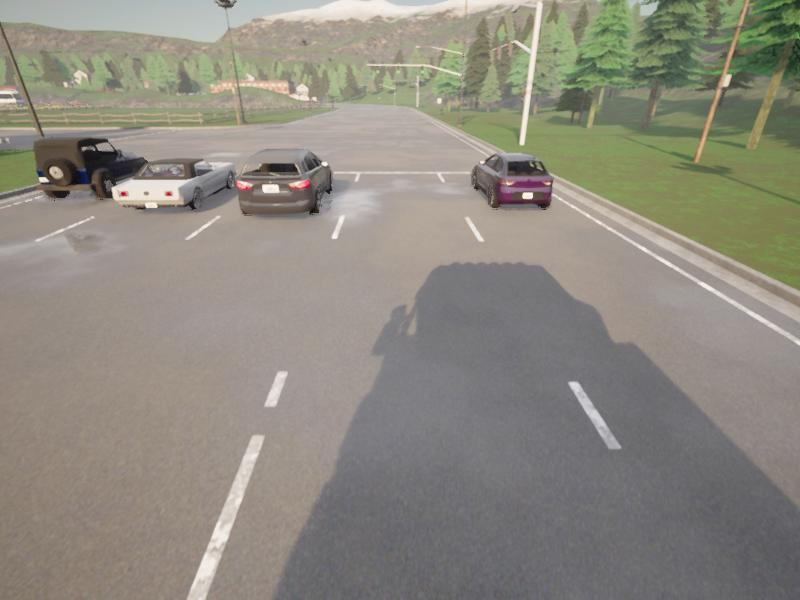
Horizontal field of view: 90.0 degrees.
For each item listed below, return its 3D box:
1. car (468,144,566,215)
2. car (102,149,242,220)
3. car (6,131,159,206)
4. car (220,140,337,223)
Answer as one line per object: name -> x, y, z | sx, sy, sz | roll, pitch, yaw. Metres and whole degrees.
car -> 3.563, -4.069, 13.066 | 1.816, 1.474, 4.193 | -1, 27, -1
car -> -6.932, -3.889, 12.910 | 1.895, 1.301, 4.718 | -1, 27, -1
car -> -10.460, -4.630, 13.709 | 1.905, 1.878, 3.866 | -1, 27, -1
car -> -3.421, -3.860, 12.438 | 2.242, 1.667, 4.611 | -1, 27, -1
